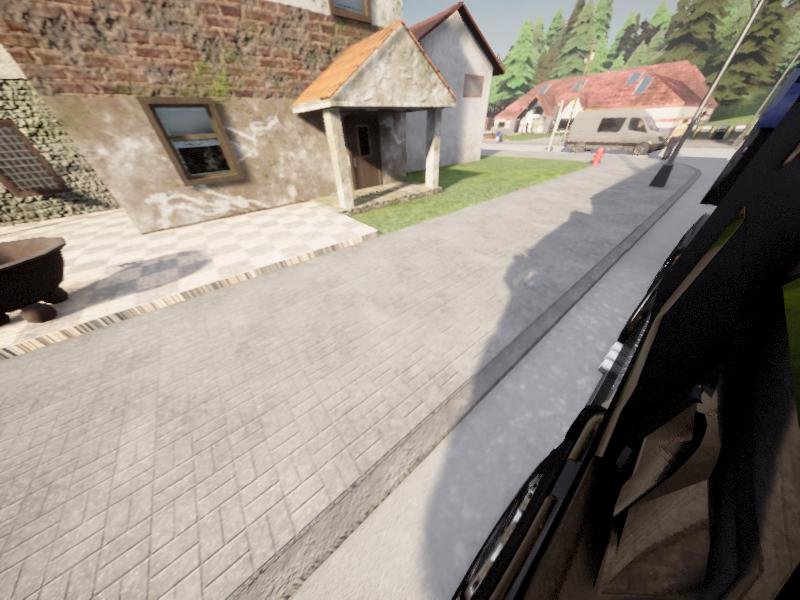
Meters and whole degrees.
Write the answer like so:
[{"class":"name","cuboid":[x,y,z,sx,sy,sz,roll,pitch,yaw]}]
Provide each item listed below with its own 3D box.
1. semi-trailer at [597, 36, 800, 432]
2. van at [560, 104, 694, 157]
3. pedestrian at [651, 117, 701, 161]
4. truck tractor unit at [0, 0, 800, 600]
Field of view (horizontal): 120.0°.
[{"class":"semi-trailer","cuboid":[8.736,-3.587,4.180,14.254,4.402,2.717,-28,44,-29]},{"class":"van","cuboid":[15.350,-11.847,16.303,1.988,2.561,5.915,-24,42,-27]},{"class":"pedestrian","cuboid":[14.581,-8.519,12.278,0.751,1.860,0.751,10,39,16]},{"class":"truck tractor unit","cuboid":[2.645,-0.295,0.351,6.516,4.208,3.053,-28,44,-30]}]
